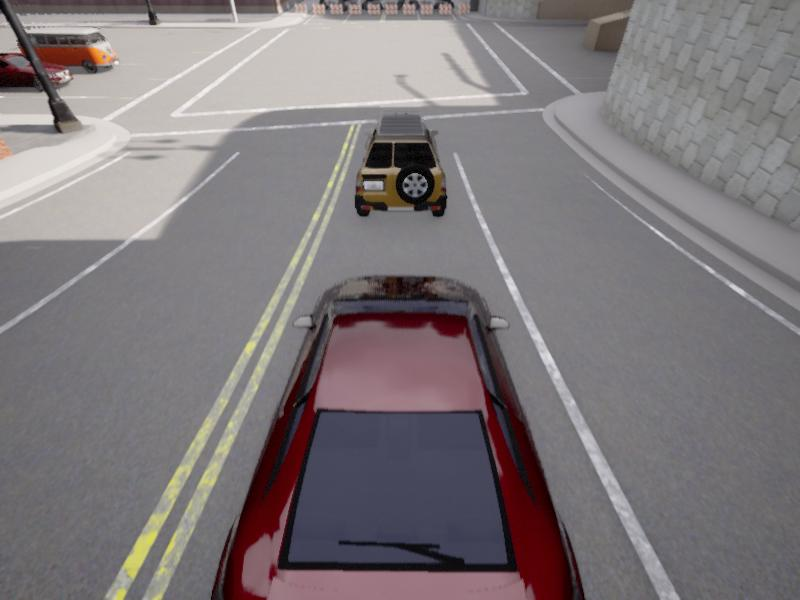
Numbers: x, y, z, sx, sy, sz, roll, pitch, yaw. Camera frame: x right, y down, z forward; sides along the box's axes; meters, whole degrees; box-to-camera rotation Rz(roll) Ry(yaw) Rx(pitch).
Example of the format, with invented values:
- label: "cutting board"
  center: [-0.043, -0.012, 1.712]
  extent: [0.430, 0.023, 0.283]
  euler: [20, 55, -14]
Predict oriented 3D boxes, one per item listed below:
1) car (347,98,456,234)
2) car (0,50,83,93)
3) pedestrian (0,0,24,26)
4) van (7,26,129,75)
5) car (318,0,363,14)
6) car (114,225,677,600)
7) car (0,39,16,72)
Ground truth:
- label: "car"
  center: [0.024, -3.418, 9.507]
  extent: [1.932, 1.855, 4.605]
  euler: [0, 35, 0]
- label: "car"
  center: [-18.548, -11.039, 19.314]
  extent: [4.674, 1.442, 1.812]
  euler: [0, 41, -1]
- label: "pedestrian"
  center: [-32.571, -24.021, 33.389]
  extent: [0.751, 1.860, 0.751]
  euler: [1, 41, 1]
- label: "van"
  center: [-17.929, -13.627, 21.835]
  extent: [4.442, 1.987, 1.775]
  euler: [0, 41, 0]
- label: "car"
  center: [-6.477, -32.045, 43.010]
  extent: [4.974, 1.542, 2.038]
  euler: [33, 51, 31]
- label: "car"
  center: [0.003, 0.719, 3.422]
  extent: [1.994, 1.385, 4.181]
  euler: [0, 30, 0]
- label: "car"
  center: [-24.142, -13.517, 22.021]
  extent: [3.705, 1.549, 1.789]
  euler: [0, 41, 0]
